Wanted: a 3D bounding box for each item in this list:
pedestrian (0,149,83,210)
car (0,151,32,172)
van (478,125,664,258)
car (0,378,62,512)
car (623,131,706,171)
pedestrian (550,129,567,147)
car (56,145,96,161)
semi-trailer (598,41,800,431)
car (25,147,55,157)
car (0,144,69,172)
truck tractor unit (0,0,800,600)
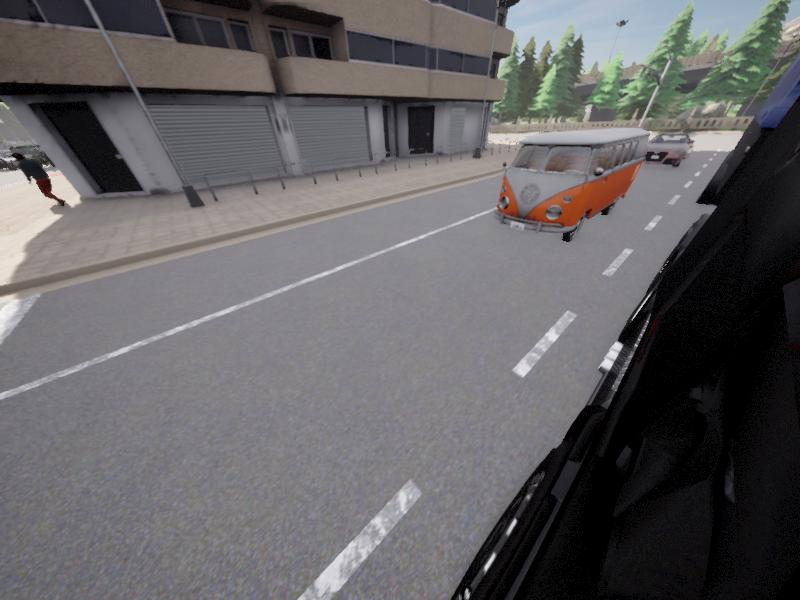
[{"bbox_3d":[-13.139,-4.372,8.436,0.751,1.860,0.751,-2,37,1],"label":"pedestrian"},{"bbox_3d":[-42.612,-14.758,24.654,2.038,1.542,4.974,-28,44,-29],"label":"car"},{"bbox_3d":[4.151,-2.921,5.629,4.442,1.987,1.775,-28,44,-30],"label":"van"},{"bbox_3d":[-5.024,1.783,0.382,4.674,1.442,1.812,-21,41,-23],"label":"car"},{"bbox_3d":[14.096,-8.011,12.302,4.181,1.385,1.994,-28,44,-30],"label":"car"},{"bbox_3d":[14.431,-14.773,21.053,0.751,1.300,0.751,-28,44,-30],"label":"pedestrian"},{"bbox_3d":[-47.962,-21.878,34.330,2.242,1.667,4.611,-28,44,-29],"label":"car"},{"bbox_3d":[8.693,-3.608,4.233,14.254,4.402,2.717,-28,44,-30],"label":"semi-trailer"},{"bbox_3d":[-75.387,-31.080,48.452,2.163,1.488,4.792,-28,44,-29],"label":"car"},{"bbox_3d":[-37.942,-14.997,24.256,2.150,2.045,5.566,-28,44,-30],"label":"car"},{"bbox_3d":[2.645,-0.295,0.351,6.516,4.208,3.053,-28,44,-30],"label":"truck tractor unit"}]
